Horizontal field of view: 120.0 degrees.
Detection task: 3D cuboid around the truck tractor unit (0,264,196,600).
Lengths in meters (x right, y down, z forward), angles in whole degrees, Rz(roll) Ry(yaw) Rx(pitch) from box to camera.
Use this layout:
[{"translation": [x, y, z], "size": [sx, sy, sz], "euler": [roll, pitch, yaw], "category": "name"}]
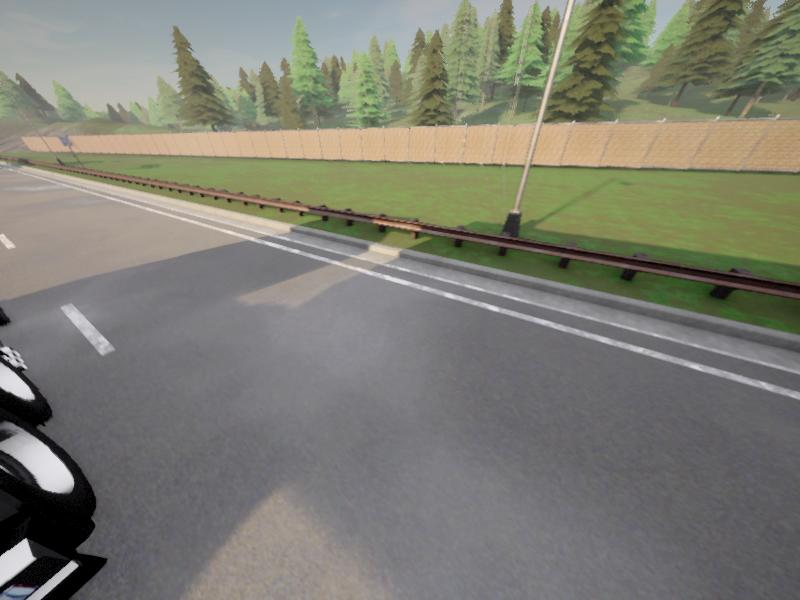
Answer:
[{"translation": [-5.111, -0.299, 0.789], "size": [6.516, 4.208, 3.053], "euler": [18, 38, 24], "category": "truck tractor unit"}]
